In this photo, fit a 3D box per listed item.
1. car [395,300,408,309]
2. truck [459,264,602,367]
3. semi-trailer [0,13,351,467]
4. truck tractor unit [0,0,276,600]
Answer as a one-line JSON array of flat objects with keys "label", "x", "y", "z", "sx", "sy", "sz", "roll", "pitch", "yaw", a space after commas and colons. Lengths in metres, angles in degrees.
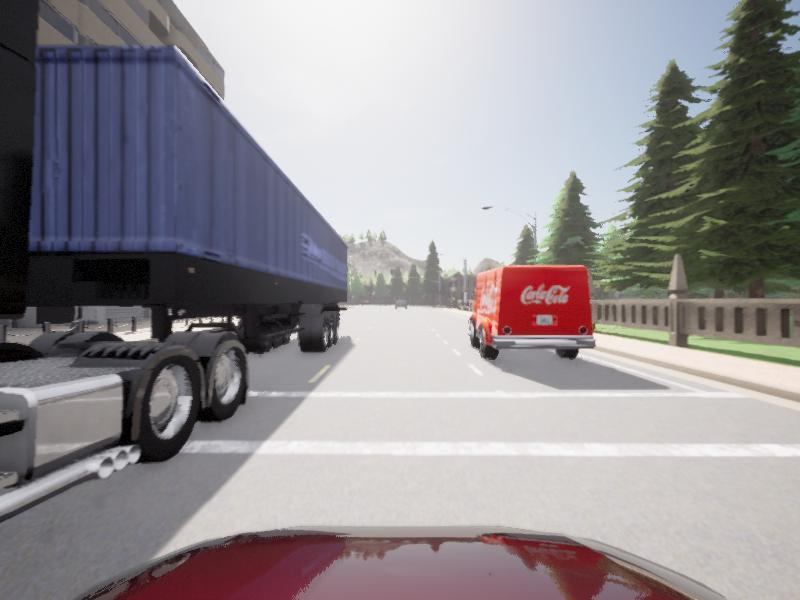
[{"label": "car", "x": 0.311, "y": 0.827, "z": 74.226, "sx": 2.152, "sy": 1.651, "sz": 5.027, "roll": 0, "pitch": 0, "yaw": 3}, {"label": "truck", "x": 3.490, "y": 0.371, "z": 12.133, "sx": 2.627, "sy": 2.467, "sz": 5.204, "roll": 0, "pitch": 0, "yaw": 0}, {"label": "semi-trailer", "x": -3.550, "y": -0.583, "z": 11.008, "sx": 2.717, "sy": 4.402, "sz": 14.254, "roll": 0, "pitch": 0, "yaw": 0}, {"label": "truck tractor unit", "x": -3.505, "y": -0.510, "z": 3.100, "sx": 3.053, "sy": 4.208, "sz": 6.516, "roll": 0, "pitch": -1, "yaw": 0}]
